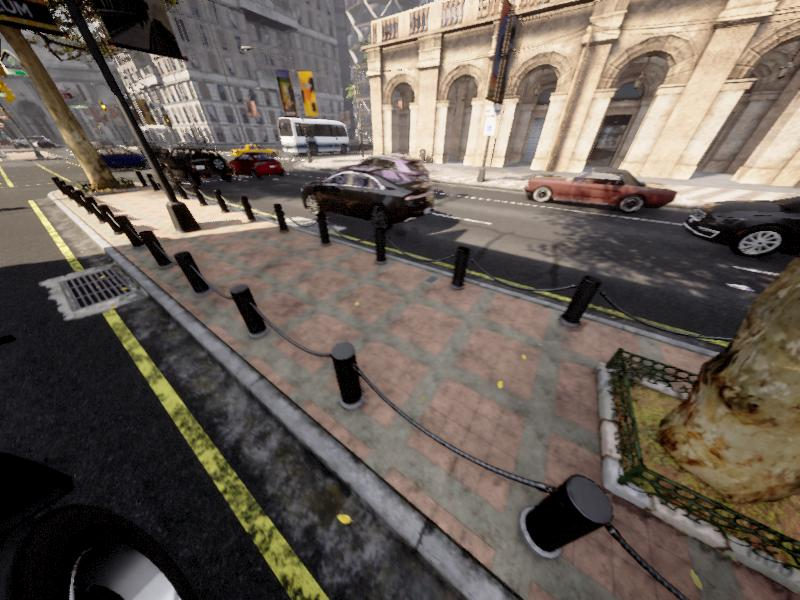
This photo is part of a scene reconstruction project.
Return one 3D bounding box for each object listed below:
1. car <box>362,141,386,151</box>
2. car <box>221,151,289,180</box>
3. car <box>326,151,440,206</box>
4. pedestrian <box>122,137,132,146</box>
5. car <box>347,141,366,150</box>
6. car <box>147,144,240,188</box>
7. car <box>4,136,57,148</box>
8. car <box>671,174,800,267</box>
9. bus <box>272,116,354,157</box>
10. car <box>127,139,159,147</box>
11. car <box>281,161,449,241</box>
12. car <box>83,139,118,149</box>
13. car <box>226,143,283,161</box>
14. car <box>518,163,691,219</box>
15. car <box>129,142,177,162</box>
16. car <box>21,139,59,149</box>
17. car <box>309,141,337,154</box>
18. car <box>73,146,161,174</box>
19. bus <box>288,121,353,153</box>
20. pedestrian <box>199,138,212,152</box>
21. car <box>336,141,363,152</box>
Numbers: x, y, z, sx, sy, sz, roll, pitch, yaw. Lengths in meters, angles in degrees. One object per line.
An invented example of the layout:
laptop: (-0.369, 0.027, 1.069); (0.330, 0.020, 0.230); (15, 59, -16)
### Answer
car: (-5.229, -31.706, 47.435); (1.930, 1.638, 5.238); (22, 40, 27)
car: (-9.937, -9.318, 15.854); (4.181, 1.385, 1.994); (22, 40, 27)
car: (-0.879, -5.821, 10.755); (4.856, 1.649, 2.033); (22, 41, 27)
pedestrian: (-68.660, -39.771, 58.063); (0.751, 1.860, 0.751); (29, 44, 34)
car: (-8.971, -32.102, 48.058); (1.845, 1.501, 3.633); (22, 40, 27)
car: (-11.783, -7.770, 13.196); (4.605, 1.855, 1.932); (19, 39, 25)
car: (-78.175, -33.491, 48.949); (2.150, 2.045, 5.566); (22, 41, 28)
car: (9.776, -1.531, 4.877); (4.892, 1.490, 1.837); (22, 40, 27)
bus: (-12.019, -23.583, 33.577); (3.944, 4.253, 10.273); (21, 40, 27)
car: (-63.100, -38.582, 56.750); (2.242, 1.667, 4.611); (22, 41, 28)
car: (-1.220, -3.469, 7.508); (4.902, 1.511, 2.128); (21, 40, 27)
car: (-64.220, -33.675, 49.699); (2.152, 1.651, 5.027); (-11, 36, -15)
car: (-17.344, -17.975, 27.889); (1.801, 1.575, 5.366); (24, 41, 29)
car: (7.676, -4.554, 9.311); (4.718, 1.301, 1.895); (22, 40, 27)
car: (-27.021, -16.220, 25.257); (5.238, 1.638, 1.930); (22, 40, 27)
car: (-70.380, -30.484, 45.143); (4.974, 1.542, 2.038); (10, 36, 14)
car: (-12.751, -25.367, 38.399); (1.851, 1.617, 3.988); (21, 40, 27)
car: (-21.396, -10.788, 17.677); (1.789, 1.549, 3.705); (21, 41, 27)
bus: (-13.692, -29.115, 41.414); (3.944, 4.253, 10.273); (22, 40, 27)
pedestrian: (-30.629, -24.456, 36.415); (0.751, 1.860, 0.751); (17, 38, 22)
car: (-9.248, -28.360, 42.623); (2.242, 1.667, 4.611); (21, 40, 27)
